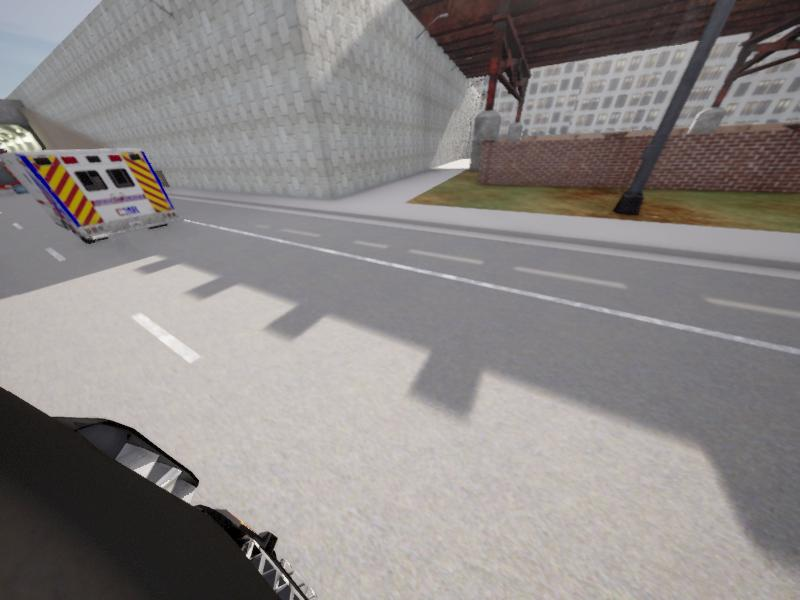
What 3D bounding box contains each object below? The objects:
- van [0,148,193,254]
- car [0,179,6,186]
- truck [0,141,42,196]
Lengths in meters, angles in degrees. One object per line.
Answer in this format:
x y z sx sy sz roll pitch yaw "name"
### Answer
-10.667 -3.660 7.993 6.366 2.431 2.351 16 38 26 "van"
-52.992 -15.430 29.558 4.674 1.442 1.812 16 38 26 "car"
-37.558 -11.969 21.117 8.468 3.827 2.891 16 38 26 "truck"
